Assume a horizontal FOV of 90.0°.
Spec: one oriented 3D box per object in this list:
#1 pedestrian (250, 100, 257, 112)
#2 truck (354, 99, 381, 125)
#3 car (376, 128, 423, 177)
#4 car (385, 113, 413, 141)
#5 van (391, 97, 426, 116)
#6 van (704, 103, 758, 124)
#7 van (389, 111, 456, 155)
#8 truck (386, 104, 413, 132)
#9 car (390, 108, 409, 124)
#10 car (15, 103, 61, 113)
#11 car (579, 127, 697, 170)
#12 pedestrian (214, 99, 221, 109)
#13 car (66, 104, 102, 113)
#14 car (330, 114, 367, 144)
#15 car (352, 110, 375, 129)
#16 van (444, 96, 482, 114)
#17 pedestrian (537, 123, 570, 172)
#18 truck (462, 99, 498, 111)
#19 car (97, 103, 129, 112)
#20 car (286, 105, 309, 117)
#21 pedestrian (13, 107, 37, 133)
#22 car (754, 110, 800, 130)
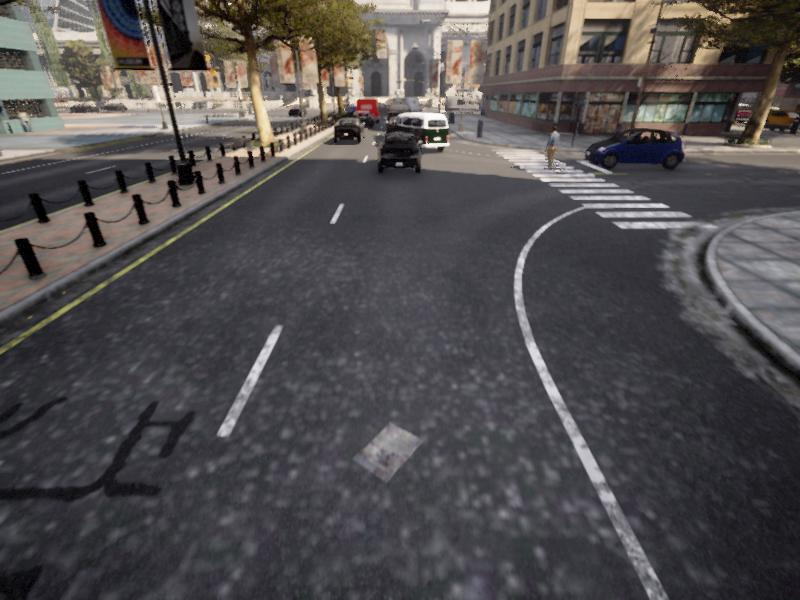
[{"bbox_3d":[-25.801,-34.073,70.405,0.751,1.860,0.751,1,27,2],"label":"pedestrian"},{"bbox_3d":[-3.566,-21.389,45.277,2.627,2.467,5.204,0,27,0],"label":"truck"},{"bbox_3d":[-0.029,-6.749,18.015,1.837,1.490,4.892,0,27,0],"label":"car"},{"bbox_3d":[-0.045,-13.137,30.216,1.930,1.638,5.238,0,27,0],"label":"car"},{"bbox_3d":[1.389,-30.194,62.358,2.351,2.431,6.366,16,31,28],"label":"van"},{"bbox_3d":[37.886,-21.486,45.986,2.069,2.038,4.480,0,27,0],"label":"van"},{"bbox_3d":[1.188,-10.038,23.785,2.069,2.038,4.480,-12,30,-22],"label":"van"},{"bbox_3d":[-0.055,-17.367,37.903,2.390,2.098,6.274,0,27,0],"label":"truck"},{"bbox_3d":[-0.066,-21.068,45.706,2.128,1.511,4.902,0,27,0],"label":"car"},{"bbox_3d":[-62.420,-33.161,69.138,5.357,1.411,2.033,-6,28,-12],"label":"car"},{"bbox_3d":[10.708,-6.976,18.344,3.988,1.617,1.851,1,27,2],"label":"car"},{"bbox_3d":[-37.223,-40.068,81.659,0.751,1.860,0.751,2,27,4],"label":"pedestrian"},{"bbox_3d":[-53.122,-32.242,67.392,4.181,1.385,1.994,0,27,1],"label":"car"},{"bbox_3d":[-3.543,-12.268,28.531,1.930,1.638,5.238,0,27,0],"label":"car"},{"bbox_3d":[-3.555,-17.956,39.717,1.970,1.475,3.806,0,27,0],"label":"car"},{"bbox_3d":[10.516,-32.696,67.053,5.915,2.561,1.988,0,27,0],"label":"van"},{"bbox_3d":[6.538,-6.531,17.149,0.751,1.860,0.751,-6,28,-11],"label":"pedestrian"},{"bbox_3d":[15.253,-37.298,76.484,6.274,2.098,2.390,0,27,0],"label":"truck"},{"bbox_3d":[-52.800,-35.462,73.623,4.181,1.385,1.994,-1,27,-3],"label":"car"},{"bbox_3d":[-15.085,-27.885,58.989,2.033,1.411,5.357,0,27,0],"label":"car"},{"bbox_3d":[-29.843,-14.321,31.846,0.751,1.860,0.751,-17,32,-29],"label":"pedestrian"},{"bbox_3d":[37.906,-17.662,39.133,1.882,1.535,5.008,0,27,0],"label":"car"}]
